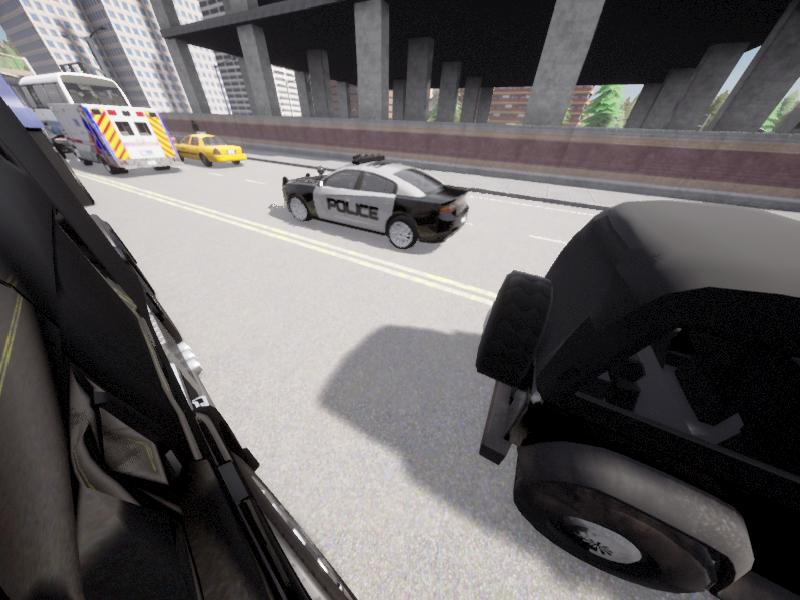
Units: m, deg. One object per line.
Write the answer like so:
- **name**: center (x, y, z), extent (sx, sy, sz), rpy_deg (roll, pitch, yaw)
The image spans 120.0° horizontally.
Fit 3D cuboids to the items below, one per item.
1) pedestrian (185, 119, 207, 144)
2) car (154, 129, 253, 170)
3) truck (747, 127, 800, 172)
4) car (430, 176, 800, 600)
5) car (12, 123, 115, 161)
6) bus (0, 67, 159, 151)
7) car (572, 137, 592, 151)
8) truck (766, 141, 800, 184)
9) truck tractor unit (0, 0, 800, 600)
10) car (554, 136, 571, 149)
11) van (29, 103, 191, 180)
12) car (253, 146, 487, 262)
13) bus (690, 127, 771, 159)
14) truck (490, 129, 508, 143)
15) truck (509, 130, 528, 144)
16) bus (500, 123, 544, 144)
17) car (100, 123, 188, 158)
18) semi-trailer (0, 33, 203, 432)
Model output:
- **pedestrian**: center (-19.658, -16.263, 22.304), extent (0.751, 1.860, 0.751), rpy_deg (19, 40, 21)
- **car**: center (-11.396, -8.850, 13.442), extent (5.366, 1.575, 1.801), rpy_deg (20, 40, 21)
- **truck**: center (44.682, -16.674, 25.506), extent (2.891, 3.827, 8.468), rpy_deg (20, 40, 21)
- **car**: center (2.425, 0.737, 1.236), extent (3.866, 1.878, 1.905), rpy_deg (20, 40, 21)
- **car**: center (-20.213, -9.585, 13.922), extent (4.902, 1.511, 2.128), rpy_deg (20, 40, 21)
- **bus**: center (-25.391, -14.856, 18.354), extent (10.273, 4.253, 3.944), rpy_deg (20, 40, 21)
- **car**: center (31.947, -27.599, 40.705), extent (1.905, 1.878, 3.866), rpy_deg (20, 40, 21)
- **truck**: center (30.283, -9.467, 16.081), extent (2.627, 2.467, 5.204), rpy_deg (20, 40, 21)
- **truck tractor unit**: center (-2.645, -0.295, 0.351), extent (6.516, 4.208, 3.053), rpy_deg (28, 44, 30)
- **car**: center (29.370, -28.525, 41.780), extent (1.905, 1.878, 3.866), rpy_deg (20, 40, 21)
- **van**: center (-13.524, -7.570, 10.886), extent (6.366, 2.431, 2.351), rpy_deg (20, 40, 21)
- **car**: center (-0.869, -2.726, 5.868), extent (5.238, 1.638, 1.930), rpy_deg (19, 40, 22)
- **bus**: center (59.848, -28.927, 42.498), extent (3.944, 4.253, 10.273), rpy_deg (20, 40, 21)
- **truck**: center (23.507, -38.797, 54.713), extent (2.615, 2.467, 5.204), rpy_deg (20, 40, 21)
- **truck**: center (27.284, -37.440, 53.138), extent (2.615, 2.467, 5.204), rpy_deg (20, 40, 21)
- **bus**: center (35.118, -48.142, 66.723), extent (10.273, 4.253, 3.944), rpy_deg (20, 40, 21)
- **car**: center (-17.605, -11.106, 15.990), extent (4.611, 1.667, 2.242), rpy_deg (20, 40, 21)
- **semi-trailer**: center (-8.779, -3.550, 4.146), extent (14.254, 4.402, 2.717), rpy_deg (27, 43, 29)
